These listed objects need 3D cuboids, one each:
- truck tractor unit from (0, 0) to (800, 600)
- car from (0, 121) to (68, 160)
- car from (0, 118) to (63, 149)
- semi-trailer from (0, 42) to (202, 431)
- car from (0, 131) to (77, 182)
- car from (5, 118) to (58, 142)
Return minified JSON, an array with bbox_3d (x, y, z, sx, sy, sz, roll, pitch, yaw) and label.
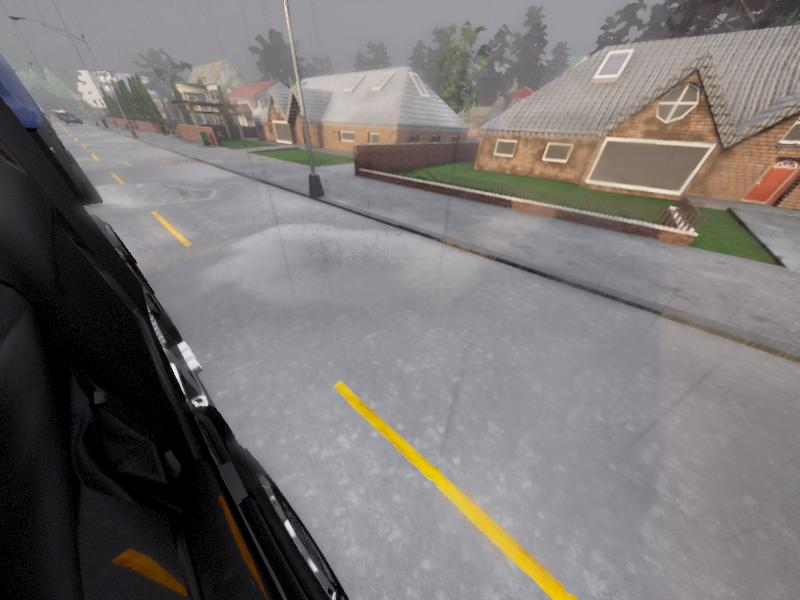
[{"bbox_3d":[-2.645,-0.295,0.351,6.516,4.208,3.053,28,44,30],"label":"truck tractor unit"},{"bbox_3d":[-21.380,-9.235,13.278,4.514,1.525,2.007,28,44,30],"label":"car"},{"bbox_3d":[-26.520,-11.993,16.612,4.514,1.525,2.007,28,44,30],"label":"car"},{"bbox_3d":[-8.693,-3.618,4.220,14.254,4.402,2.717,28,44,30],"label":"semi-trailer"},{"bbox_3d":[-15.669,-6.100,9.623,4.181,1.385,1.994,28,44,30],"label":"car"},{"bbox_3d":[-31.306,-14.539,19.731,4.193,1.474,1.816,28,44,30],"label":"car"}]
